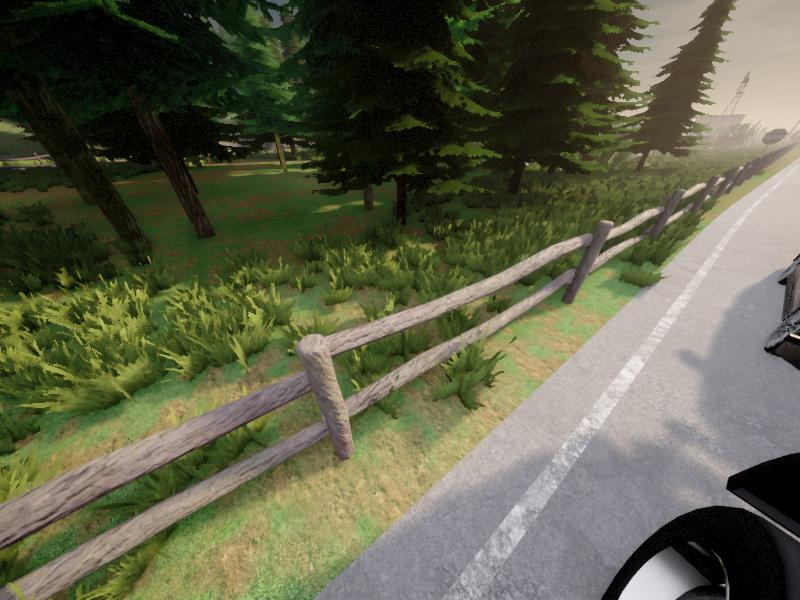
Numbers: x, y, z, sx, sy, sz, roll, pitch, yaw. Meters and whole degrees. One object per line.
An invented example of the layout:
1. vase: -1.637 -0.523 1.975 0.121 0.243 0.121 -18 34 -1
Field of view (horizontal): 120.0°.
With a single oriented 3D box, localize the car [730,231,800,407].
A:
1. car: 6.425 -0.054 2.652 4.902 1.511 2.128 -22 41 -28
